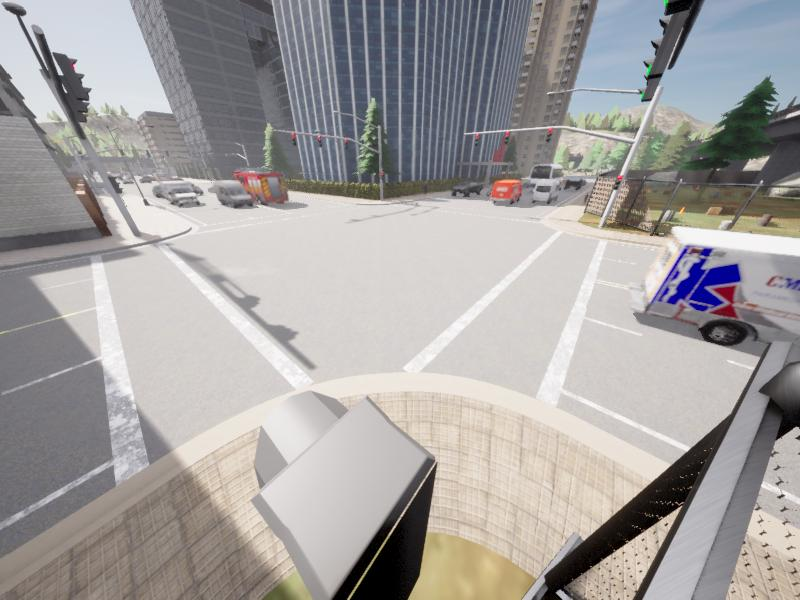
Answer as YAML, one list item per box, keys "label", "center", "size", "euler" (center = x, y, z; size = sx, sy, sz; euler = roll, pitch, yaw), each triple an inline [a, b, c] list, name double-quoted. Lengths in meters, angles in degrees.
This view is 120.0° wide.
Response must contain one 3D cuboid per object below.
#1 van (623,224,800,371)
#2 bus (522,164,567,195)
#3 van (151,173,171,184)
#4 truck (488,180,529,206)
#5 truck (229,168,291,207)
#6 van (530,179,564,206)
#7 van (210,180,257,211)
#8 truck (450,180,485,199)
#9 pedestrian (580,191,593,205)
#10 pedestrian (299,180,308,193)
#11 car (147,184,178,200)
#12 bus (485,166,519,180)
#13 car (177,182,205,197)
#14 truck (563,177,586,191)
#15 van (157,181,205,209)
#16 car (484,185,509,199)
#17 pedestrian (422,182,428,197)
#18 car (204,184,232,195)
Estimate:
- label: "van"
  center: [9.890, 0.136, 5.342]
  size: [6.366, 2.431, 2.351]
  euler: [23, 37, 34]
- label: "bus"
  center: [25.701, -21.484, 40.857]
  size: [3.944, 4.253, 10.273]
  euler: [23, 37, 34]
- label: "van"
  center: [-67.440, -34.434, 65.209]
  size: [6.366, 2.431, 2.351]
  euler: [23, 37, 34]
- label: "truck"
  center: [13.372, -13.269, 28.406]
  size: [2.627, 2.467, 5.204]
  euler: [23, 37, 34]
- label: "truck"
  center: [-17.487, -14.182, 28.745]
  size: [8.468, 3.827, 2.891]
  euler: [23, 37, 34]
- label: "van"
  center: [18.533, -13.650, 28.997]
  size: [1.988, 2.561, 5.915]
  euler: [23, 37, 34]
- label: "van"
  center: [-18.877, -11.922, 26.113]
  size: [5.915, 2.561, 1.988]
  euler: [23, 37, 34]
- label: "truck"
  center: [10.188, -16.655, 34.647]
  size: [2.390, 2.098, 6.274]
  euler: [23, 37, 34]
- label: "pedestrian"
  center: [21.388, -11.700, 26.505]
  size: [0.751, 1.300, 0.751]
  euler: [18, 35, 28]
- label: "pedestrian"
  center: [-15.918, -18.605, 38.017]
  size: [0.751, 1.860, 0.751]
  euler: [18, 35, 29]
- label: "car"
  center: [-35.107, -16.024, 34.132]
  size: [4.856, 1.649, 2.033]
  euler: [23, 37, 34]
- label: "bus"
  center: [37.303, -46.886, 84.954]
  size: [10.273, 4.253, 3.944]
  euler: [23, 37, 34]
- label: "car"
  center: [-32.903, -17.489, 36.426]
  size: [4.605, 1.855, 1.932]
  euler: [22, 37, 34]
- label: "truck"
  center: [34.282, -22.853, 45.377]
  size: [2.390, 2.098, 6.274]
  euler: [23, 37, 34]
- label: "van"
  center: [-25.985, -12.561, 27.334]
  size: [6.366, 2.431, 2.351]
  euler: [23, 37, 34]
- label: "car"
  center: [14.401, -16.173, 34.433]
  size: [1.816, 1.474, 4.193]
  euler: [23, 37, 34]
- label: "pedestrian"
  center: [3.679, -16.075, 33.524]
  size: [0.751, 1.860, 0.751]
  euler: [1, 30, 2]
- label: "car"
  center: [-30.777, -18.676, 38.959]
  size: [5.357, 1.411, 2.033]
  euler: [23, 37, 34]
